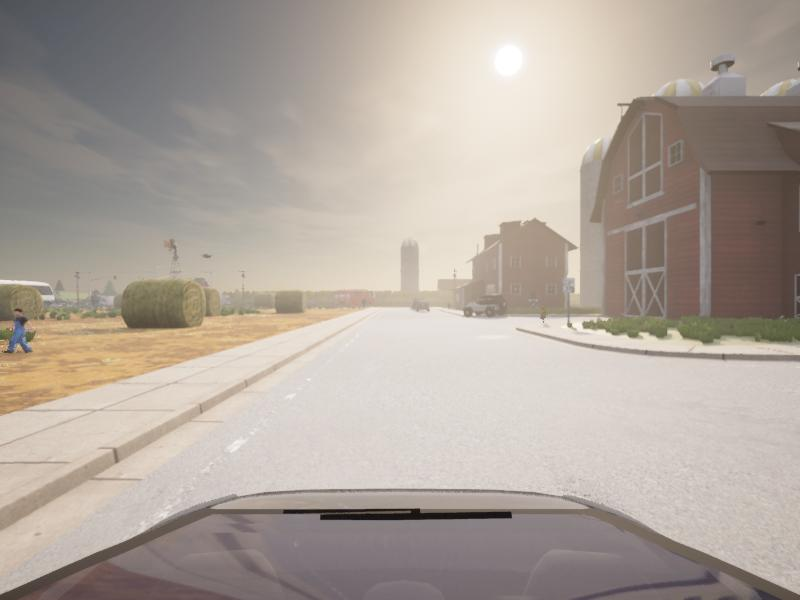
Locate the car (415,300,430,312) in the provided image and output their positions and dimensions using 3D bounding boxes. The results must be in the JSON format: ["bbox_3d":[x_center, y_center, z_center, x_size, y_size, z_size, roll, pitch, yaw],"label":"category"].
[{"bbox_3d":[3.094,0.795,55.606,1.789,1.549,3.705,0,0,0],"label":"car"}]

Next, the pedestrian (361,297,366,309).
[{"bbox_3d":[-5.544,0.465,61.587,0.751,1.860,0.751,0,0,-4],"label":"pedestrian"}]

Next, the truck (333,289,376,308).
[{"bbox_3d":[-9.330,-0.323,82.694,8.468,3.827,2.891,0,0,0],"label":"truck"}]

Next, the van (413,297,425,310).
[{"bbox_3d":[3.036,0.578,64.162,1.775,1.987,4.442,0,0,0],"label":"van"}]

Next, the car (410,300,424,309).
[{"bbox_3d":[2.989,0.828,70.484,2.163,1.488,4.792,0,0,0],"label":"car"}]

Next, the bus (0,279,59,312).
[{"bbox_3d":[-54.257,-0.565,55.994,3.944,4.253,10.273,0,0,3],"label":"bus"}]

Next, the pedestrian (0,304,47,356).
[{"bbox_3d":[-10.074,0.762,10.638,0.751,1.300,0.751,0,0,18],"label":"pedestrian"}]

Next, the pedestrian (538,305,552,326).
[{"bbox_3d":[7.908,0.853,21.824,0.500,1.100,0.500,0,0,-16],"label":"pedestrian"}]

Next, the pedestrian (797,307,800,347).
[{"bbox_3d":[11.205,0.742,10.798,0.500,1.100,0.500,0,0,14],"label":"pedestrian"}]

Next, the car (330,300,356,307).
[{"bbox_3d":[-12.271,0.770,86.224,5.238,1.638,1.930,0,0,0],"label":"car"}]

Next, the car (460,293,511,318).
[{"bbox_3d":[7.406,0.477,34.843,1.905,1.878,3.866,-8,3,-43],"label":"car"}]
